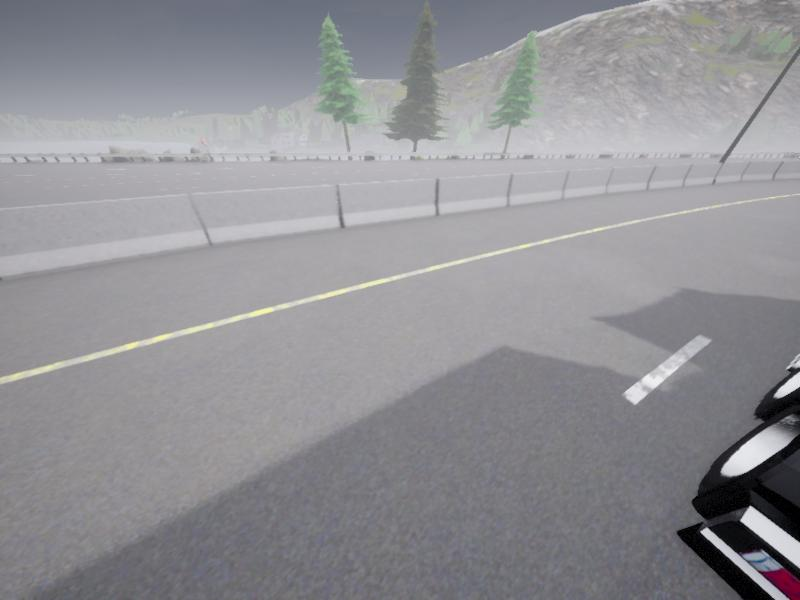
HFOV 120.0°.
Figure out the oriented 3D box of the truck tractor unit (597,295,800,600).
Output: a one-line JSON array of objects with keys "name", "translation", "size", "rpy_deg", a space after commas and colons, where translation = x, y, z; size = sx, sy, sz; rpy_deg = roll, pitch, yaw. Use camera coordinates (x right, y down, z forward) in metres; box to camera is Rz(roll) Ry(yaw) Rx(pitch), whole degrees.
[{"name": "truck tractor unit", "translation": [5.170, -0.236, 0.705], "size": [6.516, 4.208, 3.053], "rpy_deg": [-16, 38, -22]}]
